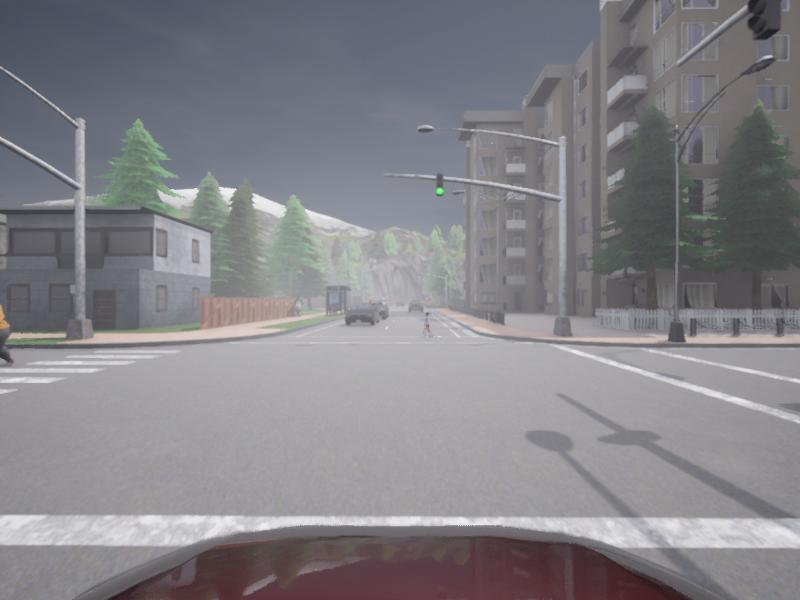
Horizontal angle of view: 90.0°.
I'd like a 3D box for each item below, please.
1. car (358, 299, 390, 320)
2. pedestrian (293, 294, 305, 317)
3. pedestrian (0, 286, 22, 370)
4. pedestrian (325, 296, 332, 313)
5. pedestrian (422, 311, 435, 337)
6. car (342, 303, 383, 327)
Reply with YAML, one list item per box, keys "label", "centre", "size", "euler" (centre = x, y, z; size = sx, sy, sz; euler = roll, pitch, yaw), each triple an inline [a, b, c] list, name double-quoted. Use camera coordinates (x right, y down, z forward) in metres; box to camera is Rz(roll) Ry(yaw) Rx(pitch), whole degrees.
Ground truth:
- label: "car"
  centre: [-2.099, 0.772, 33.759]
  size: [2.152, 1.651, 5.027]
  euler: [0, 0, 2]
- label: "pedestrian"
  centre: [-8.305, 0.478, 32.796]
  size: [0.751, 1.860, 0.751]
  euler: [0, 0, 3]
- label: "pedestrian"
  centre: [-9.165, 0.618, 8.922]
  size: [0.751, 1.860, 0.751]
  euler: [0, 0, -2]
- label: "pedestrian"
  centre: [-7.863, 0.475, 44.006]
  size: [0.751, 1.860, 0.751]
  euler: [0, 0, -1]
- label: "pedestrian"
  centre: [1.210, 1.012, 16.988]
  size: [0.500, 1.100, 0.500]
  euler: [0, 0, -6]
- label: "car"
  centre: [-2.366, 0.888, 26.495]
  size: [2.033, 1.411, 5.357]
  euler: [0, 0, 2]
